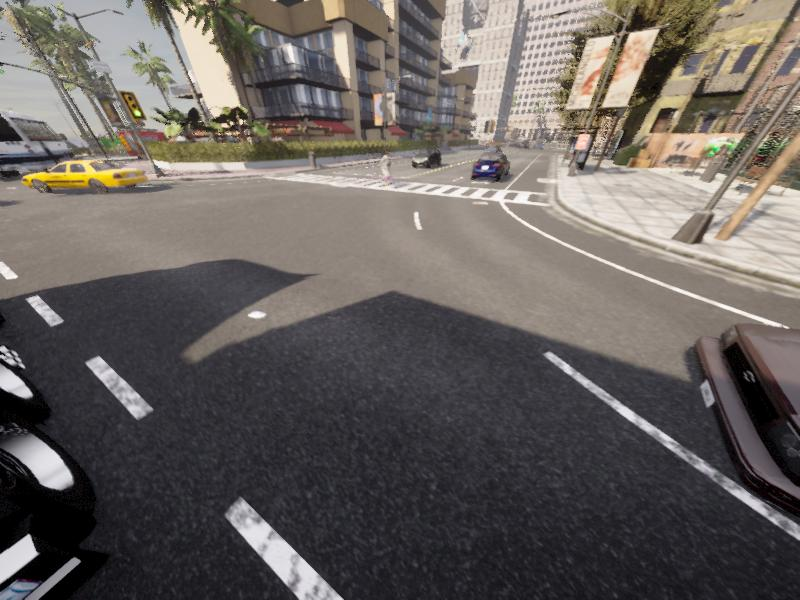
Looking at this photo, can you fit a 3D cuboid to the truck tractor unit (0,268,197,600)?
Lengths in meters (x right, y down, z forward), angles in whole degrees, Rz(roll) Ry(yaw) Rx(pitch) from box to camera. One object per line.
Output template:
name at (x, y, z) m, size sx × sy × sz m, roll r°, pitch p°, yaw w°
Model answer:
truck tractor unit at (-5.116, -0.296, 0.772) m, size 6.516 × 4.208 × 3.053 m, roll 18°, pitch 39°, yaw 24°

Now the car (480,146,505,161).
car at (12.537, -19.836, 31.132) m, size 2.033 × 1.411 × 5.357 m, roll 17°, pitch 39°, yaw 24°

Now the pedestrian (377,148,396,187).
pedestrian at (-0.742, -7.550, 13.169) m, size 0.751 × 1.860 × 0.751 m, roll 24°, pitch 42°, yaw 31°

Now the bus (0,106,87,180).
bus at (-31.623, -12.974, 19.186) m, size 3.944 × 4.253 × 10.273 m, roll -27°, pitch 43°, yaw -31°

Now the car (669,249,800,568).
car at (4.990, 1.486, 0.599) m, size 5.357 × 1.411 × 2.033 m, roll 24°, pitch 42°, yaw 31°

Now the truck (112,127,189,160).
truck at (-39.009, -24.956, 36.819) m, size 2.891 × 3.827 × 8.468 m, roll -3°, pitch 35°, yaw -4°

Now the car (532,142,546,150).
car at (33.460, -37.168, 55.803) m, size 2.033 × 1.411 × 5.357 m, roll 11°, pitch 36°, yaw 16°

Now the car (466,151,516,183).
car at (6.446, -9.431, 16.177) m, size 2.163 × 1.488 × 4.792 m, roll 17°, pitch 38°, yaw 23°

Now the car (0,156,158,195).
car at (-16.910, -6.695, 12.373) m, size 5.366 × 1.575 × 1.801 m, roll -1°, pitch 34°, yaw 0°

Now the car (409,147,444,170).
car at (2.626, -13.784, 22.349) m, size 1.851 × 1.617 × 3.988 m, roll 17°, pitch 39°, yaw 24°
